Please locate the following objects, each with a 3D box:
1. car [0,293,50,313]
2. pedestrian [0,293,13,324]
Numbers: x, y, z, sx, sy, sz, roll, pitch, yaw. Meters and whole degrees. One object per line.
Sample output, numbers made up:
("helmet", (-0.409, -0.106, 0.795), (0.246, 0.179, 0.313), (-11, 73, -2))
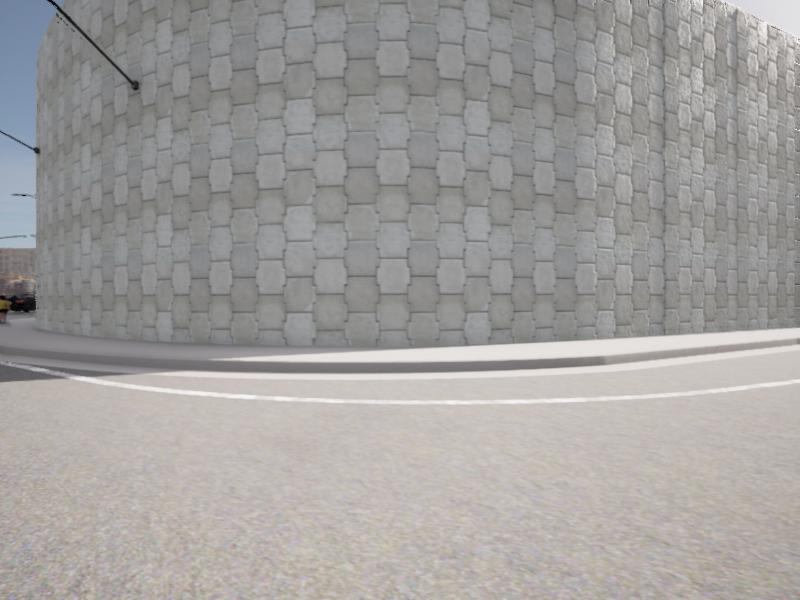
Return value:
("car", (-33.711, 0.260, 35.677), (2.242, 1.667, 4.611), (0, 0, -21))
("pedestrian", (-14.739, 0.312, 14.852), (0.500, 1.100, 0.500), (0, 0, -43))
